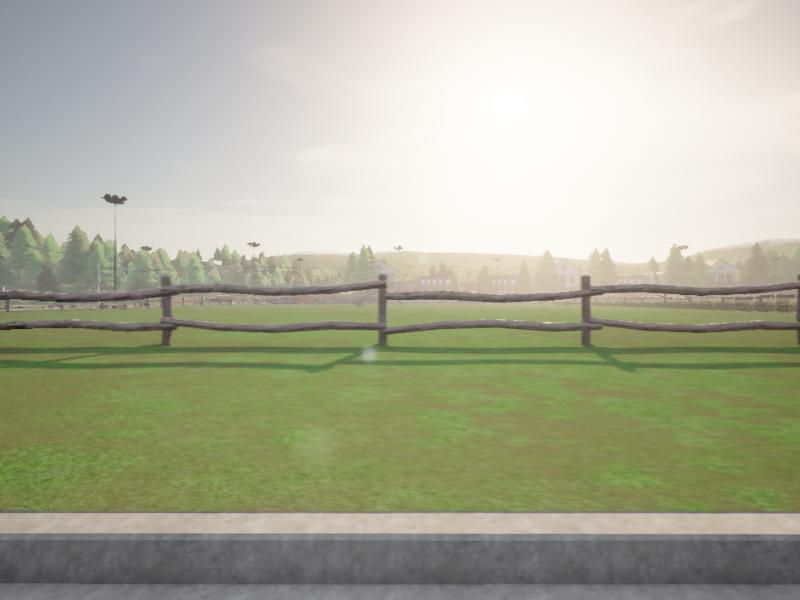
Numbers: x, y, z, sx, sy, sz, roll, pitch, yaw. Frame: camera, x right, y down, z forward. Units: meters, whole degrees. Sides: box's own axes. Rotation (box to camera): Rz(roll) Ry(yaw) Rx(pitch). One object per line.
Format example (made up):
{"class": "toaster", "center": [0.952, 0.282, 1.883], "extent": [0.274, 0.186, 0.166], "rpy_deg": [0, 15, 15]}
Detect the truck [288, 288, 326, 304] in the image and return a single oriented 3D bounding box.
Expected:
{"class": "truck", "center": [-22.216, -0.923, 95.664], "extent": [8.468, 3.827, 2.891], "rpy_deg": [0, 0, 0]}

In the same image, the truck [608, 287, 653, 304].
{"class": "truck", "center": [52.767, -0.935, 91.665], "extent": [8.468, 3.827, 2.891], "rpy_deg": [0, 0, 0]}

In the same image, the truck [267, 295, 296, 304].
{"class": "truck", "center": [-27.107, -0.058, 91.749], "extent": [6.274, 2.098, 2.390], "rpy_deg": [0, 0, -13]}
